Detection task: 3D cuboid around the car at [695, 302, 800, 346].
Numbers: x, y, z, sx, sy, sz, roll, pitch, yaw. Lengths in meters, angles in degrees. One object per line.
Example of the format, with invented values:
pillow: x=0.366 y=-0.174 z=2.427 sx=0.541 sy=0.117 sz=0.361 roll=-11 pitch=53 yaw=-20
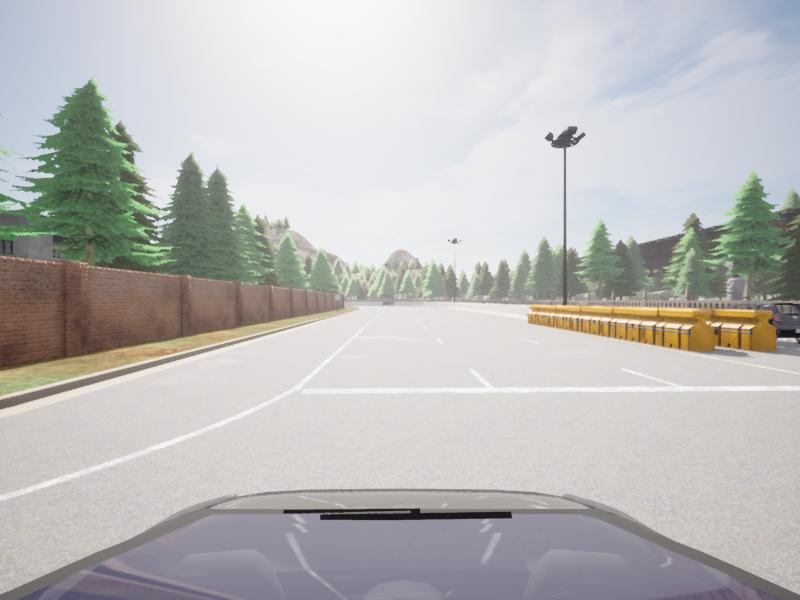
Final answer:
car: x=13.753 y=0.828 z=15.574 sx=1.845 sy=1.501 sz=3.633 roll=0 pitch=0 yaw=0
